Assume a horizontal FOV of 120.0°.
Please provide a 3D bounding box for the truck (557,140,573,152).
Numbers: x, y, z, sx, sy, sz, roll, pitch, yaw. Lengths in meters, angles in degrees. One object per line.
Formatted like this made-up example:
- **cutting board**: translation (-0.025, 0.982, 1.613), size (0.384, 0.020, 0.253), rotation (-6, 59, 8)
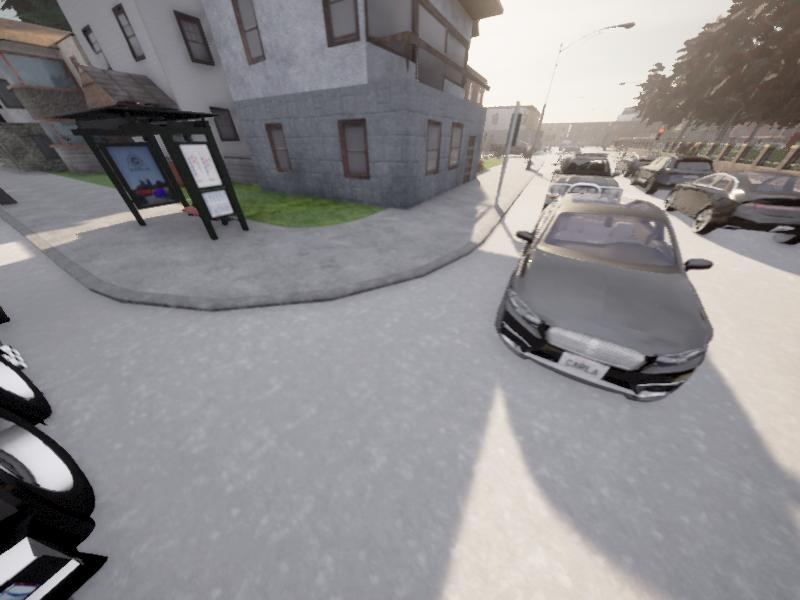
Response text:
- **truck**: translation (39.220, -36.686, 54.898), size (2.390, 2.098, 6.274), rotation (18, 39, 24)

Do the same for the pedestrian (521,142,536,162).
- **pedestrian**: translation (14.021, -16.138, 25.188), size (0.751, 1.860, 0.751), rotation (-29, 44, -34)

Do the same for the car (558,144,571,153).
- **car**: translation (34.932, -32.150, 48.995), size (1.812, 1.442, 4.674), rotation (18, 39, 24)

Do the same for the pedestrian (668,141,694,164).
- **pedestrian**: translation (27.347, -14.357, 22.535), size (0.751, 1.860, 0.751), rotation (18, 39, 25)

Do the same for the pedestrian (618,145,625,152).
- **pedestrian**: translation (41.893, -28.665, 43.625), size (0.500, 1.100, 0.500), rotation (16, 38, 22)

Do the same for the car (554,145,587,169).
- **car**: translation (16.892, -14.327, 23.002), size (2.033, 1.649, 4.856), rotation (18, 40, 25)

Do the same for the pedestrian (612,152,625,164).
- **pedestrian**: translation (22.757, -14.778, 24.025), size (0.500, 1.100, 0.500), rotation (-23, 41, -29)

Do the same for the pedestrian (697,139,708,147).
- **pedestrian**: translation (80.449, -41.790, 61.487), size (0.751, 1.860, 0.751), rotation (14, 37, 20)

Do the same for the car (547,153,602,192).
- **car**: translation (10.119, -7.675, 13.626), size (1.837, 1.490, 4.892), rotation (18, 39, 24)

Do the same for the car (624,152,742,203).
- **car**: translation (13.506, -6.339, 11.565), size (2.033, 1.649, 4.856), rotation (17, 38, 23)

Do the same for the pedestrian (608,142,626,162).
- **pedestrian**: translation (24.545, -16.714, 26.125), size (0.751, 1.860, 0.751), rotation (18, 39, 24)

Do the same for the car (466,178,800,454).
- **car**: translation (3.049, -0.776, 3.765), size (2.128, 1.511, 4.902), rotation (20, 40, 26)

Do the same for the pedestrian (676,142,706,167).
- **pedestrian**: translation (26.028, -13.071, 20.699), size (0.751, 1.860, 0.751), rotation (18, 39, 24)

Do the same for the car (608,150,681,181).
- **car**: translation (16.988, -9.681, 16.437), size (2.128, 1.511, 4.902), rotation (16, 38, 22)

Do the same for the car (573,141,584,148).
- **car**: translation (56.786, -49.451, 73.358), size (2.097, 1.767, 4.553), rotation (18, 39, 24)

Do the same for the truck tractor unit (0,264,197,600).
- **truck tractor unit**: translation (-5.110, -0.302, 0.779), size (6.516, 4.208, 3.053), rotation (18, 39, 24)

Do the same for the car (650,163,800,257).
- **car**: translation (9.974, -3.003, 6.905), size (2.128, 1.511, 4.902), rotation (18, 39, 24)

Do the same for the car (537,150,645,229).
- **car**: translation (6.612, -4.321, 8.505), size (1.932, 1.855, 4.605), rotation (18, 39, 24)

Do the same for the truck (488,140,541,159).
- **truck**: translation (16.578, -22.099, 33.756), size (6.274, 2.098, 2.390), rotation (22, 41, 28)
